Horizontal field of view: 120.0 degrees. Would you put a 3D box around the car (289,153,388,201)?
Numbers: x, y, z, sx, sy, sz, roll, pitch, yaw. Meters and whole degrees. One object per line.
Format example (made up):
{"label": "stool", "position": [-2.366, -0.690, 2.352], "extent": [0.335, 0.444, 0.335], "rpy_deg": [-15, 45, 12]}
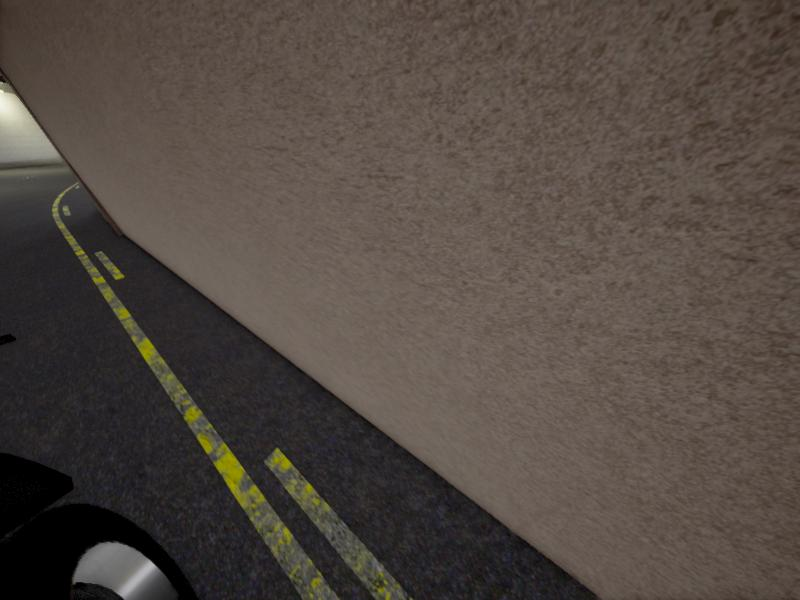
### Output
{"label": "car", "position": [-2.990, -6.153, 11.289], "extent": [4.514, 1.525, 2.007], "rpy_deg": [22, 41, 28]}

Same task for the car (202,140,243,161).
{"label": "car", "position": [-20.694, -17.699, 27.223], "extent": [1.932, 1.855, 4.605], "rpy_deg": [-7, 36, -10]}
